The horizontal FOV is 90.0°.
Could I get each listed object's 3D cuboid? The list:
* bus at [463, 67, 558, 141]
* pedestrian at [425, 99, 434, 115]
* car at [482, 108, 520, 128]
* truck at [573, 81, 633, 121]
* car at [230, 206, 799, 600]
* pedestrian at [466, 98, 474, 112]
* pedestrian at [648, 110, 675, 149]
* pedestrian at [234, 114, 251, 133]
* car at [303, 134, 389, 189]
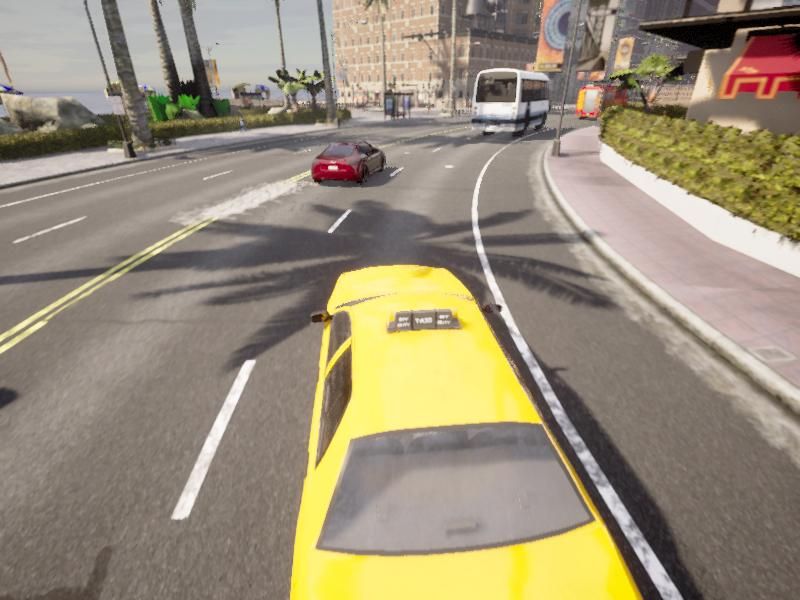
[{"bbox_3d":[8.671,-15.025,30.575,3.944,4.253,10.273,14,31,26],"label":"bus"},{"bbox_3d":[3.888,-25.561,53.010,0.751,1.860,0.751,21,34,35],"label":"pedestrian"},{"bbox_3d":[9.508,-17.103,37.541,1.970,1.475,3.806,18,33,31],"label":"car"},{"bbox_3d":[23.791,-23.289,46.683,2.891,3.827,8.468,24,36,38],"label":"truck"},{"bbox_3d":[0.151,0.643,3.575,1.801,1.575,5.366,-3,28,-5],"label":"car"},{"bbox_3d":[10.505,-29.284,60.064,0.751,1.860,0.751,25,36,39],"label":"pedestrian"},{"bbox_3d":[13.935,-9.100,21.364,0.751,1.860,0.751,13,31,24],"label":"pedestrian"},{"bbox_3d":[-12.343,-13.853,31.384,0.751,1.300,0.751,12,30,22],"label":"pedestrian"},{"bbox_3d":[-1.907,-5.540,15.645,1.994,1.385,4.181,5,28,11],"label":"car"}]
